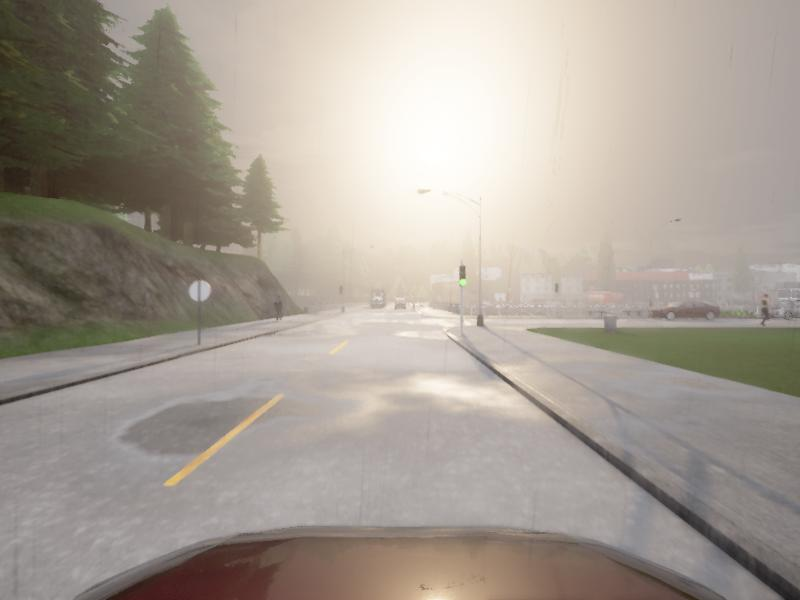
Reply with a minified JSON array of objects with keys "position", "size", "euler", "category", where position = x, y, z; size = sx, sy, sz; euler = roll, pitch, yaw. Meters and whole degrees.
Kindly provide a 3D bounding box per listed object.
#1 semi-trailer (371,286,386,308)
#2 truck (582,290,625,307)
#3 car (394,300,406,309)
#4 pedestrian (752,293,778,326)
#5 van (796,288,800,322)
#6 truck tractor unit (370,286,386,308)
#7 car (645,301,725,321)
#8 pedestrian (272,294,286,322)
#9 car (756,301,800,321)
[{"position":[-4.484,-0.655,86.431],"size":[2.717,4.402,14.254],"euler":[0,0,-1],"category":"semi-trailer"},{"position":[47.485,-0.362,93.363],"size":[8.468,3.827,2.891],"euler":[0,0,0],"category":"truck"},{"position":[0.049,0.794,71.068],"size":[2.038,1.542,4.974],"euler":[0,0,0],"category":"car"},{"position":[20.531,0.523,22.504],"size":[0.751,1.860,0.751],"euler":[0,0,0],"category":"pedestrian"},{"position":[31.737,0.366,27.695],"size":[6.366,2.431,2.351],"euler":[0,0,0],"category":"van"},{"position":[-4.323,-0.558,78.522],"size":[3.053,4.208,6.516],"euler":[0,0,-2],"category":"truck tractor unit"},{"position":[22.451,0.809,31.677],"size":[5.008,1.535,1.882],"euler":[0,0,1],"category":"car"},{"position":[-8.108,0.521,26.807],"size":[0.751,1.860,0.751],"euler":[0,0,2],"category":"pedestrian"},{"position":[31.340,0.815,31.703],"size":[4.514,1.525,2.007],"euler":[0,0,0],"category":"car"}]
